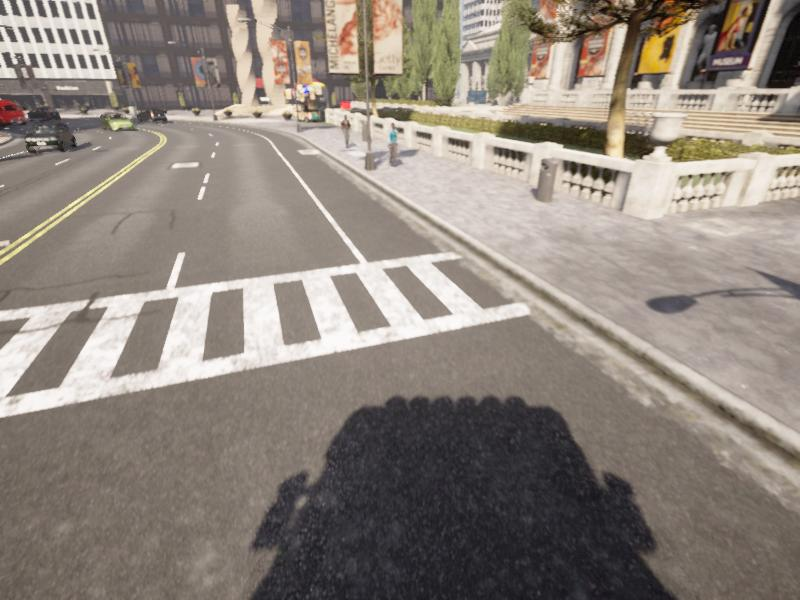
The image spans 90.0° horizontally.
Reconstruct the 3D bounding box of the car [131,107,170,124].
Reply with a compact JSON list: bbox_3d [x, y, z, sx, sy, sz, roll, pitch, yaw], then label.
[{"bbox_3d":[-28.949,-21.413,46.423,3.988,1.617,1.851,17,32,30],"label":"car"}]

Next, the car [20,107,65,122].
[{"bbox_3d":[-43.656,-22.647,48.884,3.705,1.549,1.789,6,28,11],"label":"car"}]

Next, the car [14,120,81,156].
[{"bbox_3d":[-20.581,-9.608,23.564,1.789,1.549,3.705,-11,30,-21],"label":"car"}]

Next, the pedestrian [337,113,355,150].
[{"bbox_3d":[-3.084,-9.682,22.964,0.751,1.860,0.751,-10,29,-19],"label":"pedestrian"}]

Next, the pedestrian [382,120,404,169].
[{"bbox_3d":[-0.296,-6.611,17.005,0.751,1.860,0.751,-6,28,-11],"label":"pedestrian"}]

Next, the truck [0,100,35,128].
[{"bbox_3d":[-41.694,-19.440,41.676,5.204,2.467,2.627,9,28,17],"label":"truck"}]

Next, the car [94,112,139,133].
[{"bbox_3d":[-25.935,-16.294,36.578,4.514,1.525,2.007,24,36,38],"label":"car"}]

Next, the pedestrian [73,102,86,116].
[{"bbox_3d":[-46.896,-27.984,58.538,0.751,1.860,0.751,8,28,15],"label":"pedestrian"}]
